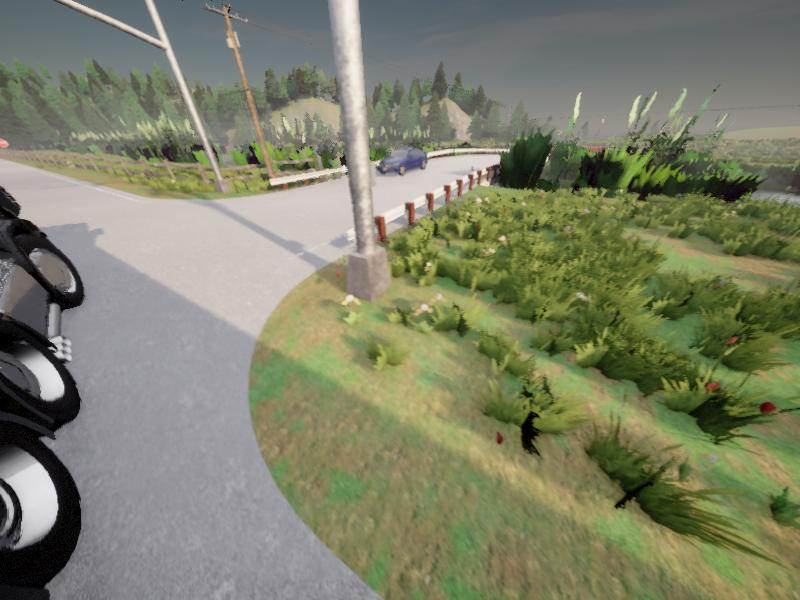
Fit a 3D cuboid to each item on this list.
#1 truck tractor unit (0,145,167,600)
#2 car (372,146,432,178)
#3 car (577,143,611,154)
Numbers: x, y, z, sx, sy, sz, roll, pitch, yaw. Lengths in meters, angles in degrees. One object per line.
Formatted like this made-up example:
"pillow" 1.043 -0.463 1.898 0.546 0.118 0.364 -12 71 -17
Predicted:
"truck tractor unit" -4.897 -0.470 1.037 6.516 4.208 3.053 26 43 33
"car" 0.297 -9.895 16.374 1.812 1.442 4.674 21 43 28
"car" 36.592 -28.766 43.764 4.553 1.767 2.097 21 40 28
